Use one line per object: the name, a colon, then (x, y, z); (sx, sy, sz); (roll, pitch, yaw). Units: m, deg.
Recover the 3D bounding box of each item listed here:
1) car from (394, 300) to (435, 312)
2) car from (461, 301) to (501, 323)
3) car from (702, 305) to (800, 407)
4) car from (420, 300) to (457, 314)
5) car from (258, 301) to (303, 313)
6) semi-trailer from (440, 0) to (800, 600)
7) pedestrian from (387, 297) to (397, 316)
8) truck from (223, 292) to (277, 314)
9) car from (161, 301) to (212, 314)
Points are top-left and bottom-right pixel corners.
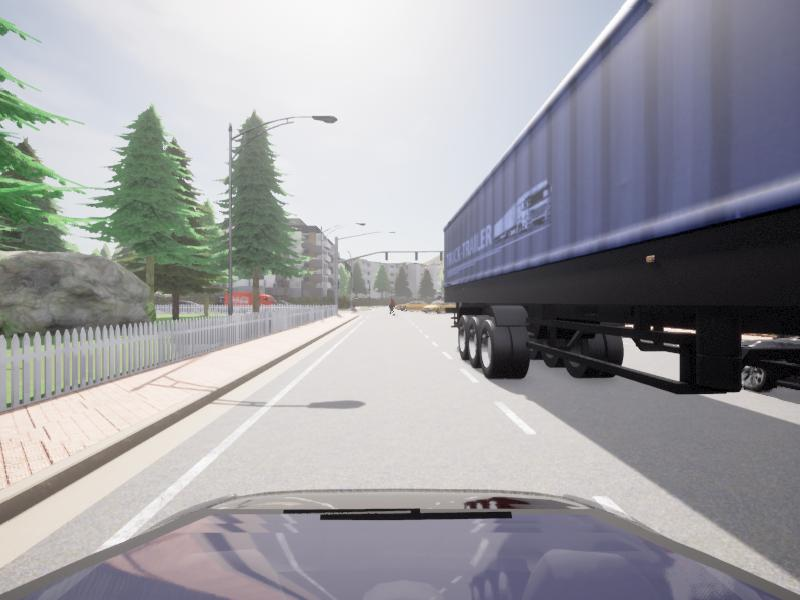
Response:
car: (1.868, 0.801, 53.263); (5.366, 1.575, 1.801); (0, 0, 0)
car: (6.005, 0.823, 30.287); (1.882, 1.535, 5.008); (0, 0, -2)
car: (7.110, 0.851, 5.387); (2.163, 1.488, 4.792); (0, 0, -6)
car: (4.532, 0.801, 46.804); (1.801, 1.575, 5.366); (0, 0, 37)
car: (-14.752, 0.836, 49.654); (4.902, 1.511, 2.128); (0, 0, 0)
semi-trailer: (3.062, -0.618, 6.800); (2.717, 4.402, 14.254); (0, 0, -2)
pedestrian: (-0.780, 0.636, 39.683); (0.751, 1.860, 0.751); (0, 0, -27)
truck: (-17.188, 0.357, 46.139); (5.204, 2.467, 2.627); (0, 0, 0)
car: (-24.545, 0.845, 46.090); (4.892, 1.490, 1.837); (0, 0, 0)
